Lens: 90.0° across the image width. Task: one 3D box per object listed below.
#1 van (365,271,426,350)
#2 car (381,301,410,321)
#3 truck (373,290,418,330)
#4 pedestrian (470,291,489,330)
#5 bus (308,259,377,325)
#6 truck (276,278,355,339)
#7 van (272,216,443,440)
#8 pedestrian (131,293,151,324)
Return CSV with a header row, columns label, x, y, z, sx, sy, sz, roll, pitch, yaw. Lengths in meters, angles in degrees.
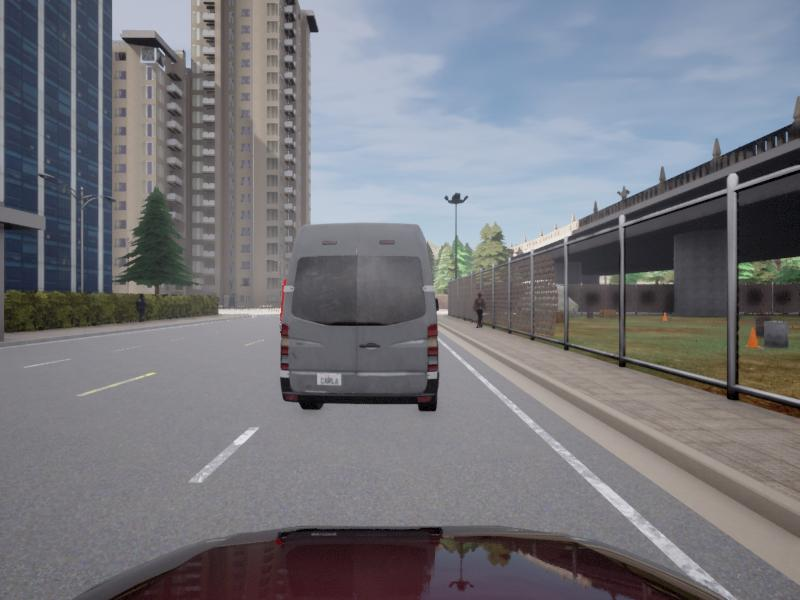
label,x,y,z,sx,sy,sz,roll,pitch,yaw
van,-0.179,0.323,15.946,1.988,2.561,5.915,0,0,-1
car,-0.367,0.836,32.138,2.128,1.511,4.902,0,0,-1
truck,-0.279,0.542,24.364,2.390,2.098,6.274,0,0,-1
pedestrian,3.866,0.485,19.559,0.751,1.860,0.751,0,0,-3
bus,-3.973,-0.532,30.712,3.944,4.253,10.273,0,0,-1
truck,-3.715,0.354,18.774,2.627,2.467,5.204,0,0,-1
van,-0.353,0.322,7.571,1.988,2.561,5.915,0,0,3
pedestrian,-15.824,0.485,24.425,0.751,1.860,0.751,0,0,-2
